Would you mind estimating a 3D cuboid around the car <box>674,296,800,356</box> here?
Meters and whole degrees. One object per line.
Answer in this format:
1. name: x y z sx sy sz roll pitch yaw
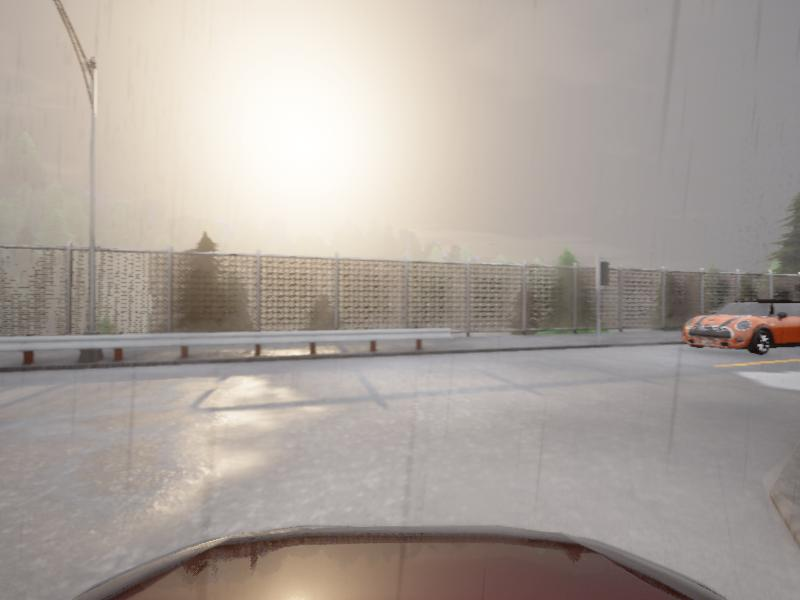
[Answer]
1. car: 11.841 0.771 13.351 4.553 1.767 2.097 0 0 -18
